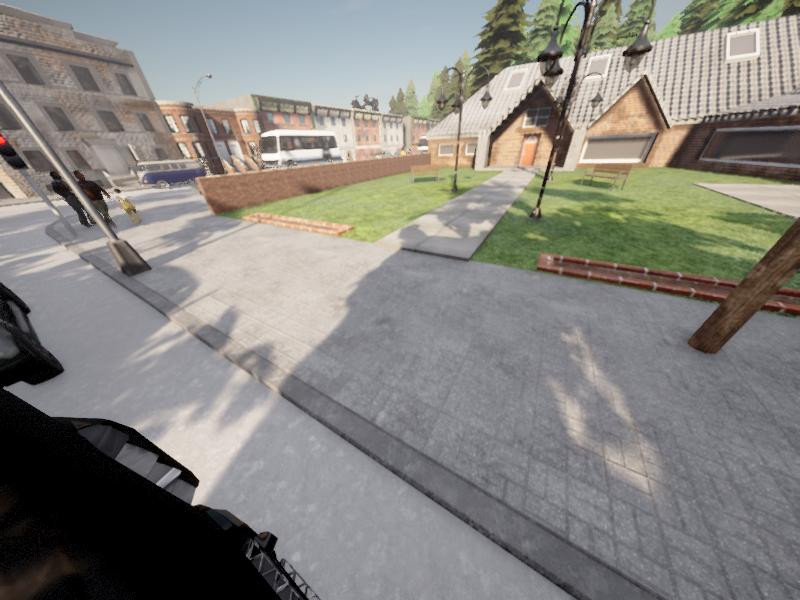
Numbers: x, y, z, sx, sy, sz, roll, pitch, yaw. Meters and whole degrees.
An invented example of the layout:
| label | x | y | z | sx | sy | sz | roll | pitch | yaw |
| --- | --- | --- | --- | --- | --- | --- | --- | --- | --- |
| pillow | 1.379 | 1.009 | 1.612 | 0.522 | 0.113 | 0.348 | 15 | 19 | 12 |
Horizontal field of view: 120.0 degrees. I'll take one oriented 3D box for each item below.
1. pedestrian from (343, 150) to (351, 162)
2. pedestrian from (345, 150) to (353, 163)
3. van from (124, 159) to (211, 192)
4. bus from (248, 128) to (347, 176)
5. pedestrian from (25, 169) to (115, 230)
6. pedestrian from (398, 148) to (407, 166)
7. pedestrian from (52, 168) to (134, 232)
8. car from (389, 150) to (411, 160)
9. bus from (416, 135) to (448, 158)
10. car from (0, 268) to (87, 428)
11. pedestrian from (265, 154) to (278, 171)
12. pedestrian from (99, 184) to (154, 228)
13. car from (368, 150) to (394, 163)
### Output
| label | x | y | z | sx | sy | sz | roll | pitch | yaw |
| --- | --- | --- | --- | --- | --- | --- | --- | --- | --- |
| pedestrian | -9.867 | -26.684 | 42.939 | 0.751 | 1.860 | 0.751 | 23 | 41 | 33 |
| pedestrian | -8.729 | -24.395 | 39.325 | 0.751 | 1.860 | 0.751 | -21 | 38 | -26 |
| van | -19.234 | -10.581 | 19.464 | 1.775 | 1.987 | 4.442 | 16 | 38 | 26 |
| bus | -11.968 | -18.528 | 28.818 | 3.944 | 4.253 | 10.273 | 16 | 38 | 26 |
| pedestrian | -11.465 | -3.514 | 8.133 | 0.751 | 1.860 | 0.751 | -3 | 34 | 0 |
| pedestrian | 0.312 | -17.930 | 28.934 | 0.751 | 1.860 | 0.751 | 16 | 38 | 25 |
| pedestrian | -10.293 | -3.373 | 7.835 | 0.751 | 1.860 | 0.751 | 14 | 37 | 23 |
| car | 0.074 | -29.149 | 46.388 | 2.163 | 1.488 | 4.792 | 16 | 38 | 26 |
| bus | 7.971 | -37.709 | 56.551 | 3.944 | 4.253 | 10.273 | 16 | 38 | 26 |
| car | -5.922 | 0.266 | 2.516 | 3.988 | 1.617 | 1.851 | 16 | 38 | 26 |
| pedestrian | -17.387 | -18.549 | 31.185 | 0.751 | 1.860 | 0.751 | 20 | 40 | 30 |
| pedestrian | -9.912 | -3.441 | 8.415 | 0.751 | 1.300 | 0.751 | 26 | 43 | 36 |
| car | -3.361 | -25.891 | 41.576 | 2.242 | 1.667 | 4.611 | 16 | 38 | 26 |
